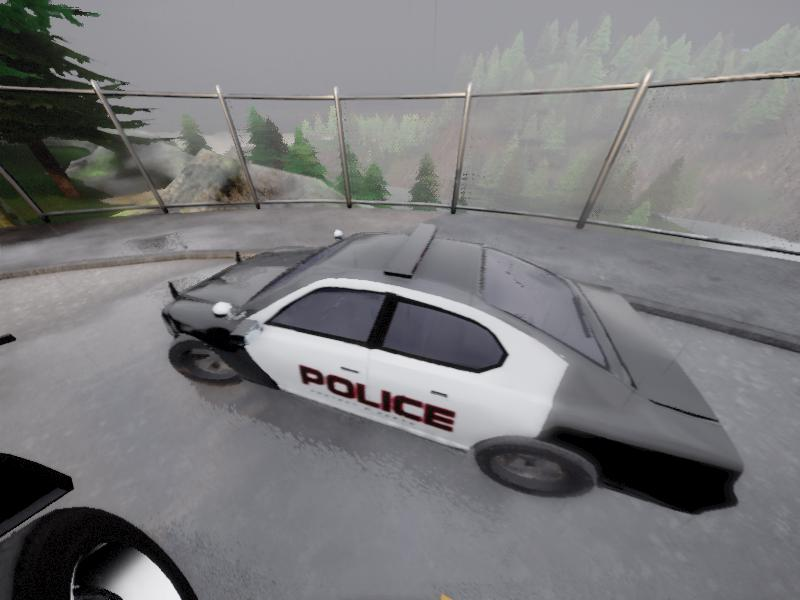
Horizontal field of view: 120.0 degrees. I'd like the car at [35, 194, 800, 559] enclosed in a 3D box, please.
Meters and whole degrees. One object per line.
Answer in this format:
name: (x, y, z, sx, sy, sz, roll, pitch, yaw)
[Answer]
car: (-0.261, 0.068, 2.480, 4.974, 1.542, 2.038, 11, 37, 14)
